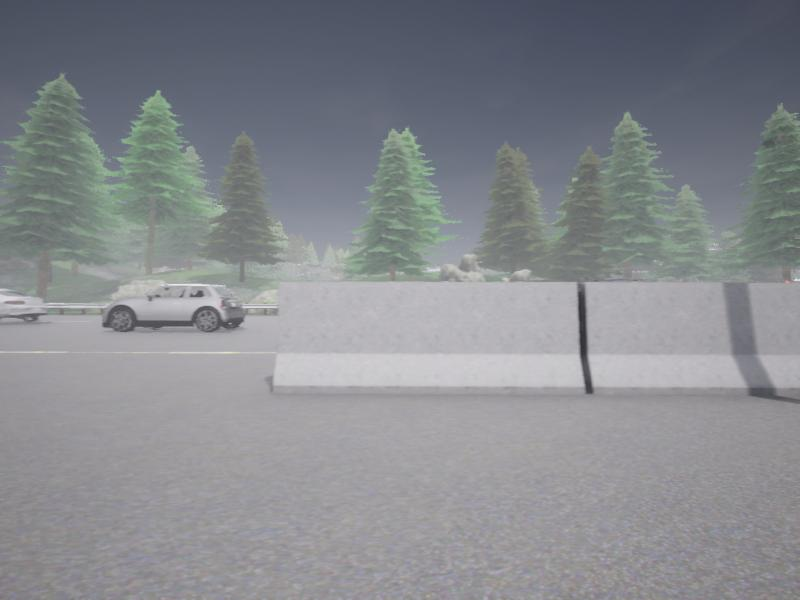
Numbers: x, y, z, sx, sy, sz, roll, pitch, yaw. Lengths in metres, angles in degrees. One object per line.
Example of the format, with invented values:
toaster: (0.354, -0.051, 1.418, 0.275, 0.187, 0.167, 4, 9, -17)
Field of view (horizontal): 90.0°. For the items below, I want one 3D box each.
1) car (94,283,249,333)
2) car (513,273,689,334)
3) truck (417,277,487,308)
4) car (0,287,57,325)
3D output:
car: (-7.059, 0.237, 12.699, 3.806, 1.475, 1.970, 0, 0, 0)
car: (6.147, 0.106, 12.699, 4.553, 1.767, 2.097, 0, 0, 0)
truck: (6.353, -0.915, 49.913, 8.468, 3.827, 2.891, 0, 0, 1)
car: (-17.007, 0.234, 16.201, 4.674, 1.442, 1.812, 0, 0, 0)
